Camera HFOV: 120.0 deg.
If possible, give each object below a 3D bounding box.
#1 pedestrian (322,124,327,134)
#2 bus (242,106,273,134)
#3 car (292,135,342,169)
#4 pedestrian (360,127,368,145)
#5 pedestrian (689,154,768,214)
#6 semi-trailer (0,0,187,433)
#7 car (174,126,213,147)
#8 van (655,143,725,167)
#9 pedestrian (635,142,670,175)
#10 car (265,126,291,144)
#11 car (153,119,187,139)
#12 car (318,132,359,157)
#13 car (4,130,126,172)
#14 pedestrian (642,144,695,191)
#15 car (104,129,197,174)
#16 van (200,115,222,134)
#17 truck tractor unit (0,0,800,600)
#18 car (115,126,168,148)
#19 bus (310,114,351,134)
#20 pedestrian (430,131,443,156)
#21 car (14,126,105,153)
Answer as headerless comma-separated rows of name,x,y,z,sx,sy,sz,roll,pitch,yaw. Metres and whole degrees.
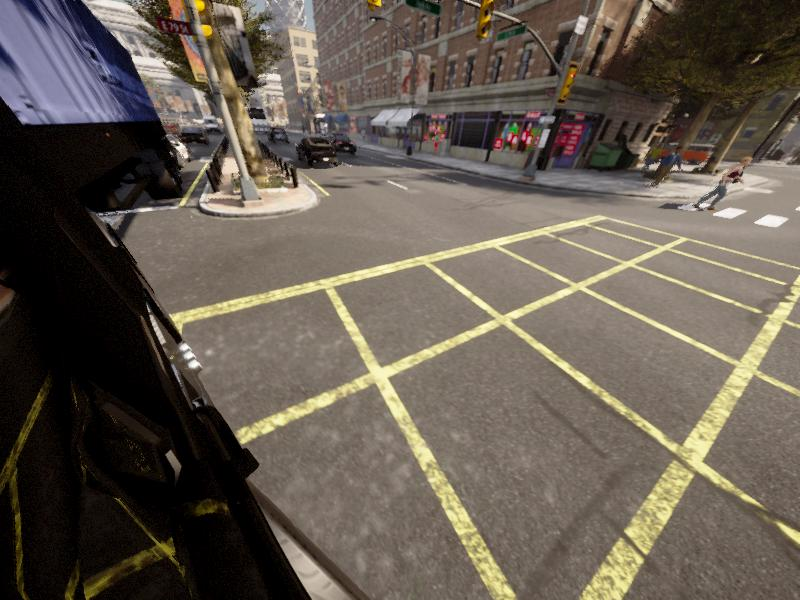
pedestrian,-18.080,-40.689,55.088,0.751,1.860,0.751,-14,40,-21
bus,-30.505,-38.269,49.333,3.944,4.253,10.273,-17,41,-24
car,-5.622,-9.962,15.380,1.837,1.490,4.892,-17,41,-24
pedestrian,-4.732,-21.431,30.185,0.751,1.860,0.751,-16,41,-23
pedestrian,12.147,-4.310,8.625,0.751,1.860,0.751,-18,42,-26
semi-trailer,-7.589,-4.185,5.074,2.717,4.402,14.254,-22,43,-29
car,-20.482,-16.449,23.178,2.033,1.411,5.357,-17,41,-24
van,33.957,-17.207,27.239,1.775,1.987,4.442,-13,40,-20
pedestrian,17.938,-10.065,16.449,0.751,1.860,0.751,-19,42,-27
car,-15.789,-21.289,29.765,2.033,1.649,4.856,-18,41,-25
car,-29.085,-21.817,29.387,1.905,1.878,3.866,-17,41,-24
car,-5.743,-14.394,21.270,2.038,1.542,4.974,-17,41,-24
car,-16.370,-7.659,11.702,1.994,1.385,4.181,-17,41,-24
pedestrian,13.171,-6.528,11.406,0.751,1.860,0.751,19,40,20
car,-12.728,-7.988,12.252,2.038,1.542,4.974,-17,41,-24
van,-33.826,-31.562,41.577,1.988,2.561,5.915,-17,41,-24
truck tractor unit,-2.645,-0.295,0.351,6.516,4.208,3.053,28,44,30
car,-22.545,-14.427,20.360,1.994,1.385,4.181,-17,41,-24
bus,-20.264,-51.628,67.881,10.273,4.253,3.944,-18,41,-25
pedestrian,3.442,-14.754,21.781,0.751,1.860,0.751,-12,39,-19
car,-23.296,-11.257,16.119,1.895,1.301,4.718,-17,41,-25
